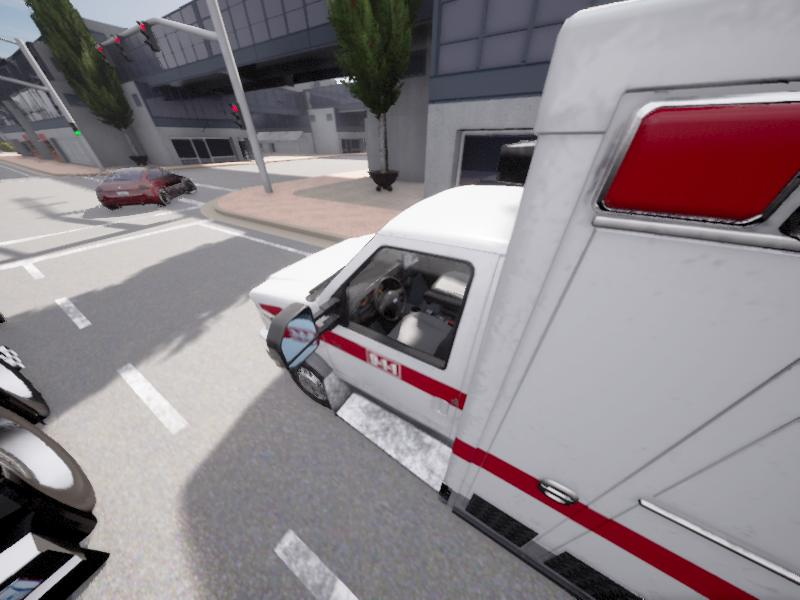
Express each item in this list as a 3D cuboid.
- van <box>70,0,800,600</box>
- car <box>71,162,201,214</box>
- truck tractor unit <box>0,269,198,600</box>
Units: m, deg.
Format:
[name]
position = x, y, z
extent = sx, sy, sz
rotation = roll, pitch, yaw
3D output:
[van]
position = 1.676, 0.333, 1.384
extent = 6.366, 2.431, 2.351
rotation = 18, 39, 24
[car]
position = -11.201, -5.186, 10.347
extent = 1.994, 1.385, 4.181
rotation = -11, 36, -15
[truck tractor unit]
position = -5.119, -0.293, 0.766
extent = 6.516, 4.208, 3.053
rotation = 18, 39, 24
